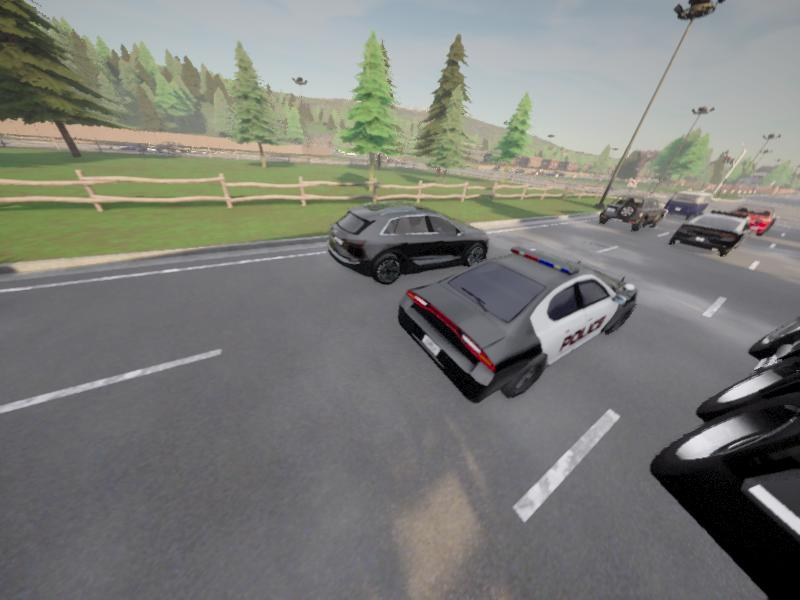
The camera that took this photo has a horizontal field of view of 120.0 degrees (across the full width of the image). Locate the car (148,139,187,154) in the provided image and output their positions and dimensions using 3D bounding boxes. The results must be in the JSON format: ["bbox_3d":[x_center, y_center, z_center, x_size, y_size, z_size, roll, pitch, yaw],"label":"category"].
[{"bbox_3d":[-43.043,-28.568,42.967,4.605,1.855,1.932,-14,37,-28],"label":"car"}]

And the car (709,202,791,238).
[{"bbox_3d":[24.128,-5.649,15.946,4.611,1.667,2.242,-14,37,-28],"label":"car"}]

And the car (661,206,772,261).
[{"bbox_3d":[15.206,-3.370,11.086,5.238,1.638,1.930,-14,37,-28],"label":"car"}]

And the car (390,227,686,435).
[{"bbox_3d":[2.531,-0.099,4.203,4.974,1.542,2.038,-15,37,-28],"label":"car"}]

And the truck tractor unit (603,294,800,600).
[{"bbox_3d":[5.423,0.197,0.904,6.516,4.208,3.053,-4,44,-29],"label":"truck tractor unit"}]

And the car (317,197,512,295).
[{"bbox_3d":[0.483,-1.788,6.507,4.856,1.649,2.033,-13,36,-29],"label":"car"}]

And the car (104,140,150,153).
[{"bbox_3d":[-42.772,-24.093,36.341,4.181,1.385,1.994,-14,37,-28],"label":"car"}]

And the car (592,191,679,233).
[{"bbox_3d":[14.207,-5.379,13.924,4.605,1.855,1.932,-13,36,-28],"label":"car"}]

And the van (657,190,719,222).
[{"bbox_3d":[23.917,-7.887,19.192,4.442,1.987,1.775,-14,37,-28],"label":"van"}]
